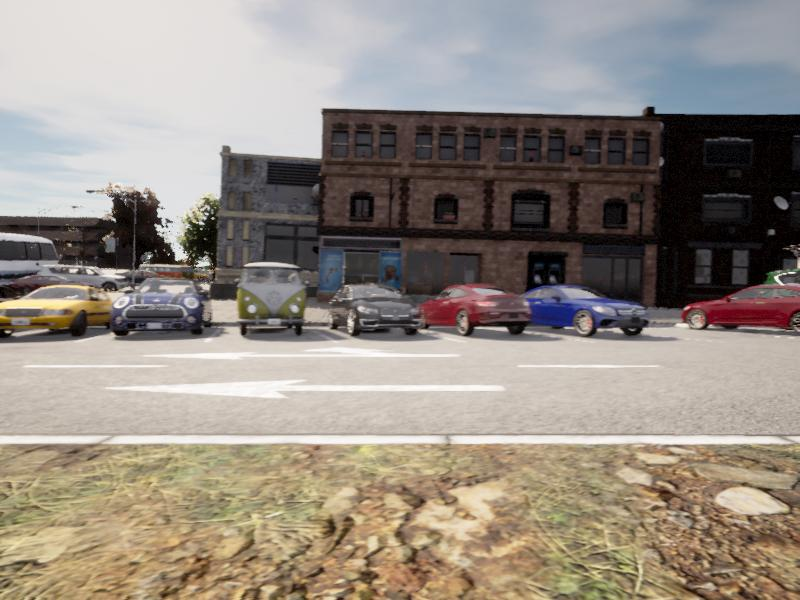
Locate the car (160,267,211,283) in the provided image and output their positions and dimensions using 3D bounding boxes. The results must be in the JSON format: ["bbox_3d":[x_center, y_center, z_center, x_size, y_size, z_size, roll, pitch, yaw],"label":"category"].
[{"bbox_3d":[-26.036,-3.057,48.842,5.366,1.575,1.946,1,5,-26],"label":"car"}]

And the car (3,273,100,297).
[{"bbox_3d":[-23.983,-1.030,27.814,4.674,1.452,2.002,1,5,-26],"label":"car"}]

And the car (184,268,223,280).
[{"bbox_3d":[-26.853,-3.584,54.754,4.674,1.452,2.002,1,5,-26],"label":"car"}]

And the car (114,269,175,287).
[{"bbox_3d":[-25.260,-2.203,39.775,4.892,1.521,2.231,1,5,-26],"label":"car"}]

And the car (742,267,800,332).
[{"bbox_3d":[14.173,-0.030,11.949,2.435,2.045,5.566,1,-1,-19],"label":"car"}]

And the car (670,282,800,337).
[{"bbox_3d":[11.135,0.261,12.051,2.002,1.452,4.674,0,-1,-19],"label":"car"}]

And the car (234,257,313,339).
[{"bbox_3d":[-3.922,-0.009,12.102,1.878,1.987,4.442,1,-1,-21],"label":"car"}]

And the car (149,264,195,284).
[{"bbox_3d":[-25.978,-2.997,45.690,4.442,1.987,1.878,1,6,-26],"label":"car"}]

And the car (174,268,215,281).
[{"bbox_3d":[-26.518,-3.299,51.758,4.674,1.452,2.002,1,6,-26],"label":"car"}]

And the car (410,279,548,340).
[{"bbox_3d":[2.074,0.259,12.194,2.002,1.452,4.674,0,-1,-20],"label":"car"}]

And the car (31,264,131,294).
[{"bbox_3d":[-24.268,-1.604,30.793,5.566,2.045,2.435,1,5,-26],"label":"car"}]

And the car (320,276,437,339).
[{"bbox_3d":[-0.944,0.220,12.219,2.231,1.521,4.892,1,-1,-20],"label":"car"}]

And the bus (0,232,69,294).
[{"bbox_3d":[-29.340,-2.712,28.404,3.944,4.253,10.273,2,5,-7],"label":"bus"}]

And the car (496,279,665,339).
[{"bbox_3d":[5.099,0.260,12.171,2.002,1.452,4.674,1,-1,-19],"label":"car"}]

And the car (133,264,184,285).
[{"bbox_3d":[-25.659,-2.713,42.692,4.442,1.987,1.878,1,6,-26],"label":"car"}]

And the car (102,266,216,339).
[{"bbox_3d":[-6.995,0.092,12.214,2.185,1.767,4.553,1,-1,-21],"label":"car"}]

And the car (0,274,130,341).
[{"bbox_3d":[-9.938,0.211,11.967,1.946,1.575,5.366,1,-1,-21],"label":"car"}]

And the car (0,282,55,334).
[{"bbox_3d":[-12.985,0.252,12.262,2.163,1.488,4.792,0,-1,-22],"label":"car"}]
